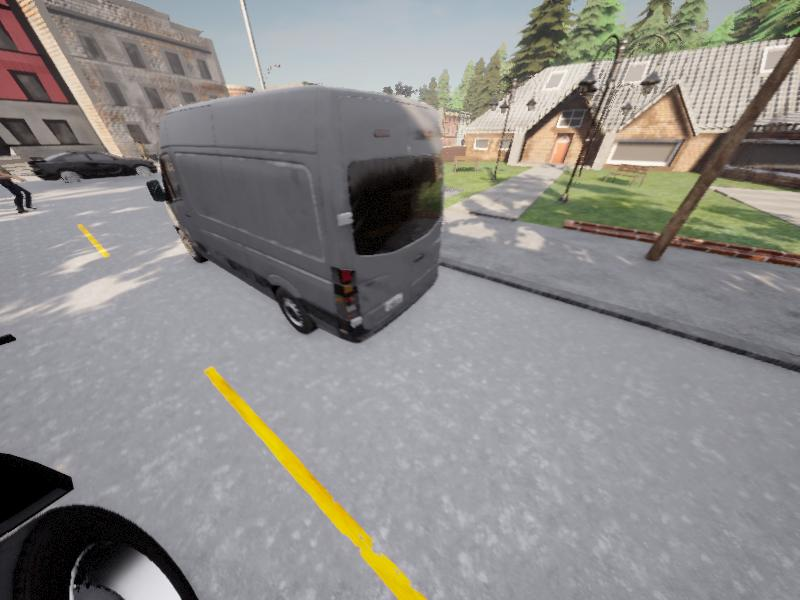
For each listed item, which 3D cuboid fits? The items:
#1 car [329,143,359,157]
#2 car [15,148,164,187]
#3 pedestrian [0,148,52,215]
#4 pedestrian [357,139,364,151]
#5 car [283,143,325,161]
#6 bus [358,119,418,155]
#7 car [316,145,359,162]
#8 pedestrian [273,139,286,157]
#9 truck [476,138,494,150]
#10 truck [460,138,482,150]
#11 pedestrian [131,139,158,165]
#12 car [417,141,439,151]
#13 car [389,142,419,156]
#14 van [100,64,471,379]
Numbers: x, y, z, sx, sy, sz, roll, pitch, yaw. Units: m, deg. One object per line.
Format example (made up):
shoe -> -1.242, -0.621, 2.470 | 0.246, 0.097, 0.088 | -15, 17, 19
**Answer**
car -> -7.572, -20.569, 31.670 | 1.845, 1.501, 3.633 | 22, 41, 28
car -> -18.065, -8.063, 13.844 | 1.882, 1.535, 5.008 | 22, 41, 28
pedestrian -> -13.003, -3.914, 7.686 | 0.751, 1.860, 0.751 | 23, 41, 28
pedestrian -> -7.249, -28.543, 42.552 | 0.751, 1.860, 0.751 | 15, 38, 20
car -> -11.256, -17.628, 27.402 | 1.851, 1.617, 3.988 | 22, 41, 28
bus -> -1.536, -26.429, 37.669 | 3.944, 4.253, 10.273 | 22, 41, 28
car -> -7.076, -16.944, 26.610 | 1.812, 1.442, 4.674 | 22, 41, 28
pedestrian -> -14.986, -18.934, 28.779 | 0.751, 1.860, 0.751 | 4, 35, 5
truck -> 22.129, -40.771, 60.126 | 2.627, 2.467, 5.204 | 22, 41, 28
truck -> 16.497, -36.250, 53.616 | 2.390, 2.098, 6.274 | 22, 41, 28
pedestrian -> -22.709, -13.163, 20.532 | 0.751, 1.860, 0.751 | 23, 41, 29
car -> 5.740, -31.337, 47.005 | 1.801, 1.575, 5.366 | 22, 41, 28
car -> 0.673, -23.308, 35.501 | 2.242, 1.667, 4.611 | 23, 41, 28
van -> -2.221, -1.619, 3.980 | 5.915, 2.561, 1.988 | 23, 41, 29
